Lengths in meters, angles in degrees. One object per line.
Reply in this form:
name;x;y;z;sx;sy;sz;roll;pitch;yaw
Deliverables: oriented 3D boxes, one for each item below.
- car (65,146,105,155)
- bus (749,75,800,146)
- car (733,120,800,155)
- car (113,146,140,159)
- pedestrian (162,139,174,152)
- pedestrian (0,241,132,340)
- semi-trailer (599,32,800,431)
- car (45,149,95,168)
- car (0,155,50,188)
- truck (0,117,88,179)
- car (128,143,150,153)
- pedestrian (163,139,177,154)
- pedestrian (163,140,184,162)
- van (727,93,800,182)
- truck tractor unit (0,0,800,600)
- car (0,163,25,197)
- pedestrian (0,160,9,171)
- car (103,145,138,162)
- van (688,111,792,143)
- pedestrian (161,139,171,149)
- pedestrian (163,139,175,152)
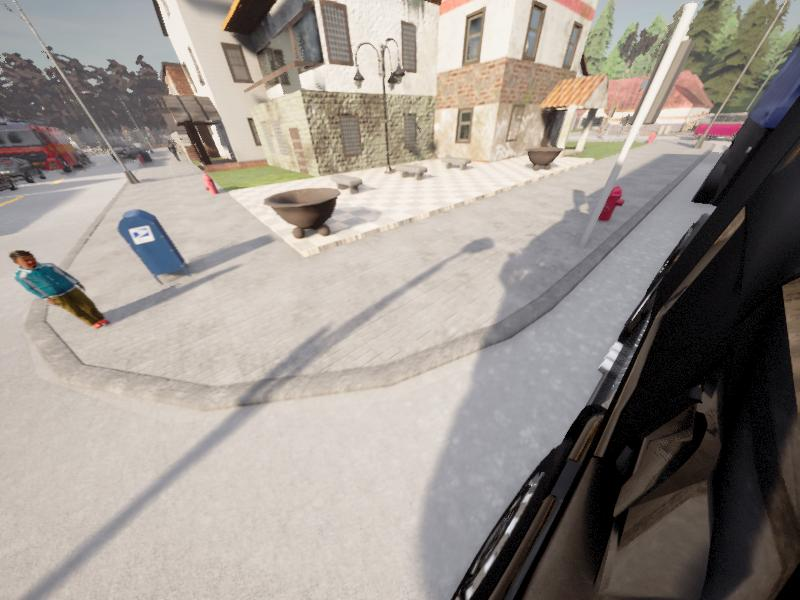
car;-67.666;-32.245;49.738;4.718;1.301;1.895;-23;41;-25
bus;32.317;-14.154;16.848;3.944;4.253;10.273;22;44;29
car;22.890;-10.236;14.487;3.705;1.549;1.789;-30;45;-31
car;-41.099;-22.312;34.781;1.994;1.385;4.181;-29;44;-30
pedestrian;-41.401;-27.675;41.302;0.751;1.860;0.751;-28;44;-30
pedestrian;-4.231;-0.098;2.905;0.500;1.100;0.500;7;38;13
semi-trailer;8.639;-3.653;4.273;14.254;4.402;2.717;-29;44;-30
car;-37.961;-16.497;26.761;2.163;1.488;4.792;-28;44;-30
car;-26.826;-8.944;15.953;1.789;1.549;3.705;-28;44;-30
truck;-32.378;-13.598;20.602;2.891;3.827;8.468;-28;44;-30
car;-54.507;-31.938;48.365;1.812;1.442;4.674;-21;41;-22
pedestrian;-36.214;-24.237;36.403;0.751;1.860;0.751;-27;43;-29
pedestrian;-23.211;-15.286;23.679;0.751;1.860;0.751;-28;44;-30
van;16.404;-6.924;9.686;5.915;2.561;1.988;-28;44;-30
truck tractor unit;2.645;-0.295;0.351;6.516;4.208;3.053;-28;44;-30
car;-22.970;-6.232;12.258;1.994;1.385;4.181;-28;44;-30
pedestrian;-40.947;-14.066;23.193;0.751;1.860;0.751;29;47;35
car;-36.567;-19.292;30.344;2.038;1.542;4.974;-28;44;-30
van;29.047;-15.025;20.095;1.775;1.987;4.442;-7;37;-7
pedestrian;-51.446;-34.309;50.744;0.751;1.860;0.751;-28;43;-29
pedestrian;-40.818;-27.310;40.780;0.751;1.860;0.751;-27;43;-29
